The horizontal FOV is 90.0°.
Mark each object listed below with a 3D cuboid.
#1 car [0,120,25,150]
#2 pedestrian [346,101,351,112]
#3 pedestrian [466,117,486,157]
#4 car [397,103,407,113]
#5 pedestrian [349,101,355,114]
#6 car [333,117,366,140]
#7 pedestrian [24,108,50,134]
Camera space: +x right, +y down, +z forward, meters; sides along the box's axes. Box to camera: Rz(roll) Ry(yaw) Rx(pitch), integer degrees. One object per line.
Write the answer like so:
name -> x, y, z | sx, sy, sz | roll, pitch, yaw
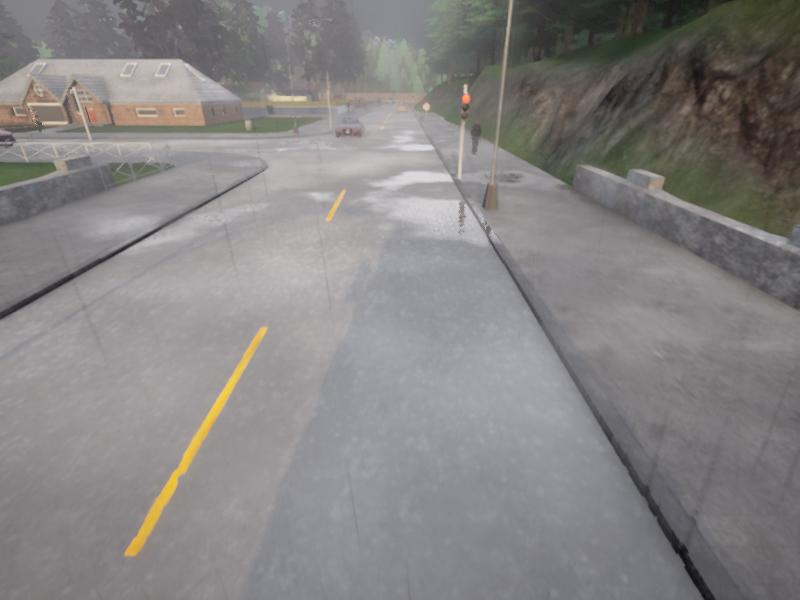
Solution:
car -> -26.325, -9.991, 24.249 | 5.008, 1.535, 1.882 | 0, 27, 1
pedestrian -> -9.077, -34.244, 70.757 | 0.751, 1.860, 0.751 | 0, 27, 0
pedestrian -> 3.950, -8.501, 20.815 | 0.751, 1.860, 0.751 | 1, 27, 2
car -> 0.336, -35.080, 72.994 | 1.801, 1.575, 5.366 | 0, 27, 0
pedestrian -> -7.883, -31.730, 65.879 | 0.751, 1.860, 0.751 | 0, 27, -1
car -> -3.858, -13.434, 31.186 | 1.994, 1.385, 4.181 | 0, 27, 0
pedestrian -> -29.257, -14.464, 32.293 | 0.751, 1.860, 0.751 | -3, 27, -5
